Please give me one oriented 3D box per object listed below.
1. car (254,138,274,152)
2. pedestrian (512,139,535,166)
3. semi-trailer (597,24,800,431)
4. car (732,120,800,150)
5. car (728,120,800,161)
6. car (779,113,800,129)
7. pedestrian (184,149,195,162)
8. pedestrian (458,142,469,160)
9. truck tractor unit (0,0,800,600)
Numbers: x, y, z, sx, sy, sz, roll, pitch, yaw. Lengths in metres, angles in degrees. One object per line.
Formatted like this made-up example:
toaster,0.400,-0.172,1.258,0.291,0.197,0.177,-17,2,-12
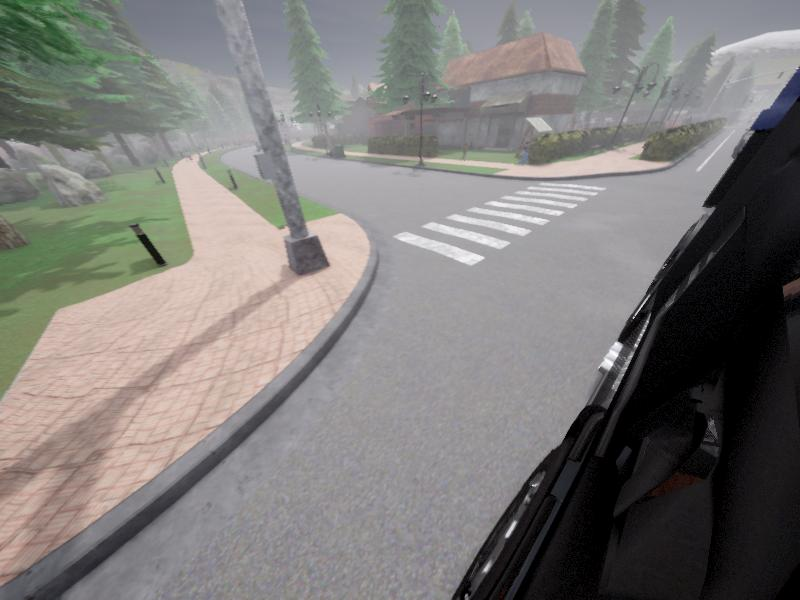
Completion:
car,-22.804,-26.047,38.735,2.097,1.767,4.553,-20,40,-21
pedestrian,7.554,-9.030,14.147,0.751,1.300,0.751,26,46,33
semi-trailer,8.776,-3.537,4.169,14.254,4.402,2.717,-27,42,-29
car,26.842,-12.213,17.022,4.902,1.511,2.128,-28,44,-30
car,21.577,-9.433,13.542,4.856,1.649,2.033,-28,44,-30
car,54.861,-24.598,31.679,4.611,1.667,2.242,-29,44,-30
pedestrian,-23.718,-16.272,26.007,0.500,1.100,0.500,-27,43,-29
pedestrian,4.744,-11.094,17.234,0.500,1.100,0.500,-28,44,-30
truck tractor unit,2.645,-0.295,0.352,6.516,4.208,3.053,-28,44,-30
